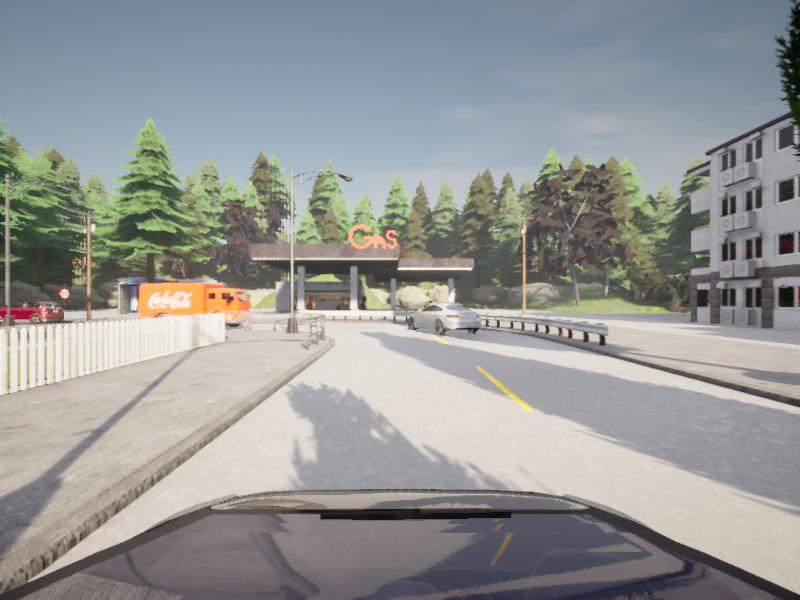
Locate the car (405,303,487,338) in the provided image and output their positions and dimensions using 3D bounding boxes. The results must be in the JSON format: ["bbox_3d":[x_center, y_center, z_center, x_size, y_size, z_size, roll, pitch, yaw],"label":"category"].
[{"bbox_3d":[2.015,0.863,19.109,1.812,1.442,4.674,0,0,-23],"label":"car"}]

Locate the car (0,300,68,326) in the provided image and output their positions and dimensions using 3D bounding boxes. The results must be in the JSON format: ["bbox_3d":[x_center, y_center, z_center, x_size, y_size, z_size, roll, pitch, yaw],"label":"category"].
[{"bbox_3d":[-23.683,0.808,25.426,3.705,1.549,1.789,1,0,0],"label":"car"}]

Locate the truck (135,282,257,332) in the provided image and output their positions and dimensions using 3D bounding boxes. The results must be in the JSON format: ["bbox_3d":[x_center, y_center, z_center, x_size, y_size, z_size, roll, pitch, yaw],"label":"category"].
[{"bbox_3d":[-10.779,0.354,21.459,5.204,2.467,2.627,0,0,3],"label":"truck"}]
